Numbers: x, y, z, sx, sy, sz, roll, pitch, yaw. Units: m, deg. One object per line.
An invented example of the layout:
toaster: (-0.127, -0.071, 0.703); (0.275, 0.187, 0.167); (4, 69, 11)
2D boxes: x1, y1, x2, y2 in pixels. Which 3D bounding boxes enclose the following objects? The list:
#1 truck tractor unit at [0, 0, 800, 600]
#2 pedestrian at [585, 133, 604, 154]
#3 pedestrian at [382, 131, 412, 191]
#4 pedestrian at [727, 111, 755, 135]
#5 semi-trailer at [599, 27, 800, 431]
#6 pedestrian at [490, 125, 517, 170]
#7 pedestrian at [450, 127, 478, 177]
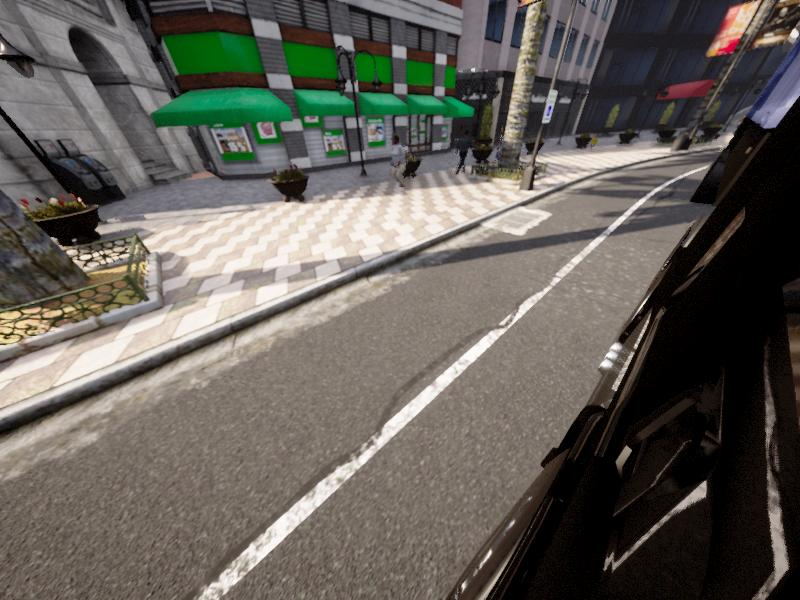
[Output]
truck tractor unit: (2.645, -0.295, 0.352); (6.516, 4.208, 3.053); (-28, 44, -30)
pedestrian: (13.265, -10.700, 15.790); (0.500, 1.100, 0.500); (-21, 41, -23)
pedestrian: (-0.082, -5.287, 8.847); (0.751, 1.860, 0.751); (-27, 43, -29)
pedestrian: (33.391, -17.327, 22.634); (0.751, 1.860, 0.751); (-30, 45, -31)
semi-trailer: (8.617, -3.671, 4.290); (14.254, 4.402, 2.717); (-29, 44, -30)
pedestrian: (5.192, -7.675, 11.672); (0.751, 1.860, 0.751); (3, 37, 8)
pedestrian: (2.977, -6.901, 10.790); (0.751, 1.860, 0.751); (-32, 46, -33)
